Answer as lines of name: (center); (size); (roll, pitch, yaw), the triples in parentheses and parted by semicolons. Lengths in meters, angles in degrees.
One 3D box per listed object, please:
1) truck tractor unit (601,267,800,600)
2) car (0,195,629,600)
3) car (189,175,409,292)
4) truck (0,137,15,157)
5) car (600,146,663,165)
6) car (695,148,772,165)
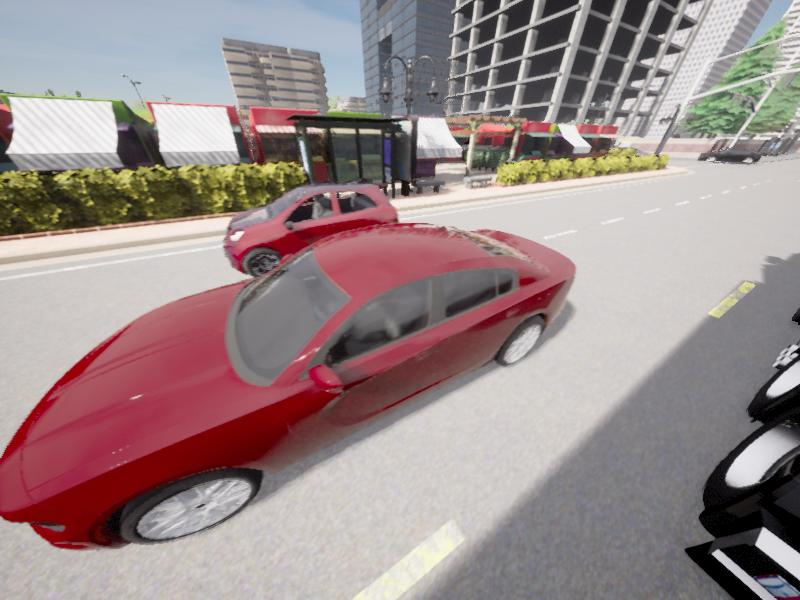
truck tractor unit: (5.115, -0.297, 0.775); (6.516, 4.208, 3.053); (-18, 39, -24)
car: (-0.290, 0.088, 2.529); (5.008, 1.535, 1.882); (-17, 39, -23)
car: (-1.851, -1.707, 5.100); (3.633, 1.501, 1.845); (-17, 38, -23)
truck: (-55.949, -20.232, 29.250); (2.891, 3.827, 8.468); (-16, 38, -22)
car: (27.902, -17.648, 28.087); (2.033, 1.649, 4.856); (-17, 38, -23)
car: (40.593, -17.686, 28.385); (5.008, 1.535, 1.882); (21, 40, 25)
